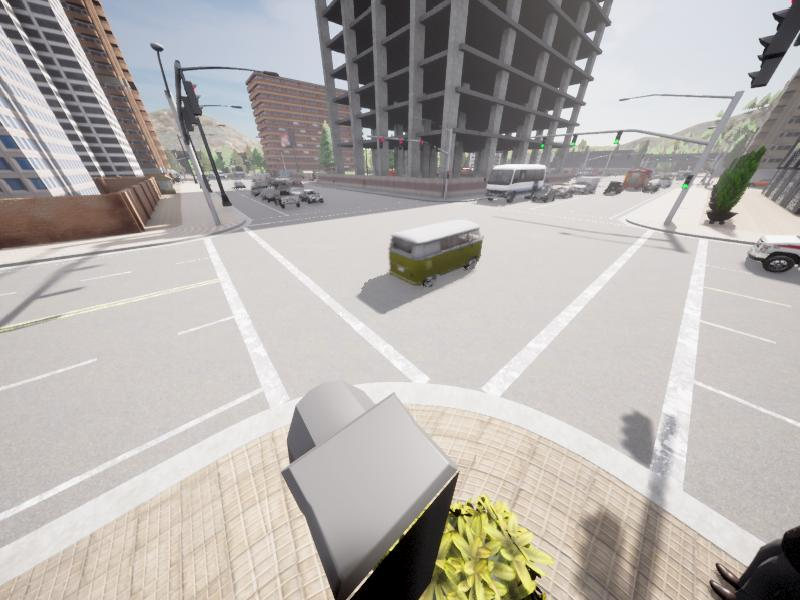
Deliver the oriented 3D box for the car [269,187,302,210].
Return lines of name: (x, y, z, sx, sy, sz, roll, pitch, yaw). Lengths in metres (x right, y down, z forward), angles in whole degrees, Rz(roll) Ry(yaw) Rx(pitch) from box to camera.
car: (-13.065, -11.646, 26.299, 1.932, 1.855, 4.605, -21, 36, -32)

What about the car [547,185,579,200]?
car: (23.938, -15.821, 33.898, 4.902, 1.511, 2.128, -23, 37, -34)

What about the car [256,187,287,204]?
car: (-17.016, -13.831, 30.482, 2.163, 1.488, 4.792, -23, 37, -34)

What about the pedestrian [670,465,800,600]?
pedestrian: (3.453, 2.233, 1.925, 0.751, 1.860, 0.751, -15, 33, -24)

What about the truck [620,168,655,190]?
truck: (49.212, -25.188, 47.806, 8.468, 3.827, 2.891, -23, 37, -34)

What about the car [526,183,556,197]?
car: (22.490, -17.570, 36.767, 4.611, 1.667, 2.242, -23, 37, -34)

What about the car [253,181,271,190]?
car: (-28.065, -23.256, 46.795, 1.837, 1.490, 4.892, -22, 37, -34)

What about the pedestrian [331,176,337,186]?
pedestrian: (-15.411, -27.792, 53.929, 0.751, 1.860, 0.751, -23, 37, -34)

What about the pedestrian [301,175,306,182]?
pedestrian: (-27.328, -34.317, 65.231, 0.751, 1.860, 0.751, -17, 34, -27)

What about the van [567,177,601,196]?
van: (31.034, -19.212, 38.854, 6.366, 2.431, 2.351, -23, 37, -34)

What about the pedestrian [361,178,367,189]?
pedestrian: (-6.924, -22.533, 44.821, 0.751, 1.860, 0.751, -20, 36, -31)

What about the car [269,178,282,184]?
car: (-33.458, -31.924, 61.994, 1.895, 1.301, 4.718, -22, 37, -34)

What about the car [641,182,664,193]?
car: (46.206, -20.639, 42.226, 4.514, 1.525, 2.007, -23, 37, -34)

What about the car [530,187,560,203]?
car: (19.024, -13.768, 30.300, 3.705, 1.549, 1.789, -23, 37, -34)

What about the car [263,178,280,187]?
car: (-29.813, -27.116, 53.345, 2.033, 1.649, 4.856, -22, 37, -34)

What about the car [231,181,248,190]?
car: (-32.409, -23.131, 46.595, 1.816, 1.474, 4.193, -22, 37, -34)

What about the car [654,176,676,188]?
car: (59.429, -26.445, 51.750, 5.566, 2.045, 2.150, -23, 37, -34)

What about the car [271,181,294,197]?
car: (-18.774, -17.816, 36.968, 1.905, 1.878, 3.866, -23, 37, -34)

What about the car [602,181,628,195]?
car: (35.953, -18.764, 38.610, 3.866, 1.878, 1.905, -22, 37, -34)

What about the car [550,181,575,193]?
car: (29.530, -20.499, 41.930, 5.366, 1.575, 1.801, -23, 37, -34)

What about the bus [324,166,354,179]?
bus: (-24.364, -51.535, 93.006, 10.273, 4.253, 3.944, -23, 37, -34)

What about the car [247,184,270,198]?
car: (-21.622, -16.665, 35.264, 1.851, 1.617, 3.988, -22, 37, -33)

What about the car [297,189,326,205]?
car: (-11.249, -13.098, 29.215, 1.970, 1.475, 3.806, -22, 37, -33)

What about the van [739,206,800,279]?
van: (18.458, -1.625, 8.393, 2.351, 2.431, 6.366, -23, 37, -34)

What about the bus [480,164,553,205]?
bus: (15.792, -15.784, 31.093, 10.273, 4.253, 3.944, -23, 37, -34)

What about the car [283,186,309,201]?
car: (-14.901, -15.280, 33.028, 1.812, 1.442, 4.674, -22, 37, -34)

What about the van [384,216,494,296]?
van: (1.685, -2.065, 9.600, 4.442, 1.987, 1.775, -23, 37, -34)
